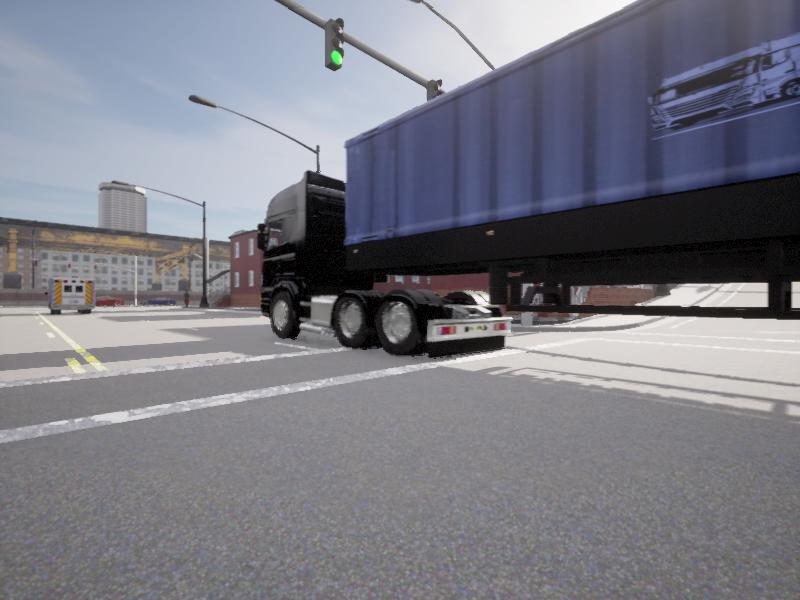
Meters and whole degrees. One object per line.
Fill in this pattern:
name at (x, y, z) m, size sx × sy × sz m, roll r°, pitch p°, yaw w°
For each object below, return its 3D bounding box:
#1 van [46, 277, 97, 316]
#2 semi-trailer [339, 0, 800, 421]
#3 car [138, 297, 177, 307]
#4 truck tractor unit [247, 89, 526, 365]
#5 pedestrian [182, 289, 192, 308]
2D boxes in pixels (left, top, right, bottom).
van at (-23.512, -0.225, 28.496) m, size 2.351 × 2.431 × 6.366 m, roll 0°, pitch 0°, yaw -43°
semi-trailer at (4.647, -1.215, 3.749) m, size 2.717 × 4.402 × 14.254 m, roll 0°, pitch 0°, yaw -43°
car at (-35.851, 0.268, 59.282) m, size 4.674 × 1.442 × 1.812 m, roll 0°, pitch 0°, yaw -43°
truck tractor unit at (-0.779, -1.119, 9.510) m, size 3.053 × 4.208 × 6.516 m, roll 0°, pitch 0°, yaw -43°
pedestrian at (-20.986, -0.116, 39.450) m, size 0.751 × 1.860 × 0.751 m, roll 0°, pitch 0°, yaw -37°
